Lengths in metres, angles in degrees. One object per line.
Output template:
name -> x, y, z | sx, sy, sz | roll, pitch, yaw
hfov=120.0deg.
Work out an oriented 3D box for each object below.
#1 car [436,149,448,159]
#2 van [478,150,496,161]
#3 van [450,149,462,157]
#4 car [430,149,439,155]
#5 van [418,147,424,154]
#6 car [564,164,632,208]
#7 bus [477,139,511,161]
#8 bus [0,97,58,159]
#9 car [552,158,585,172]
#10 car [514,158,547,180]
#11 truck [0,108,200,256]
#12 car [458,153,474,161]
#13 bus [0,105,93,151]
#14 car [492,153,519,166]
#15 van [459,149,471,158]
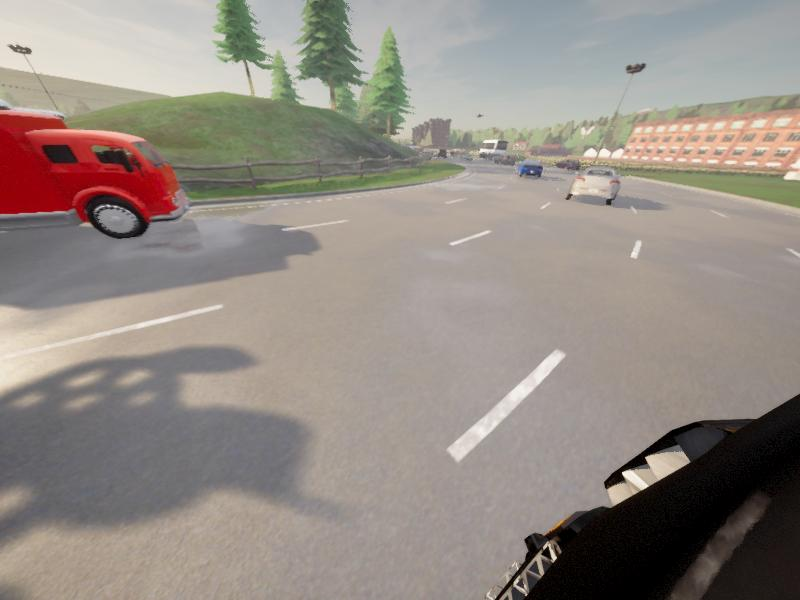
car -> 10.303, -36.315, 57.272 | 1.905, 1.878, 3.866 | 0, 34, -4
van -> 20.930, -34.886, 55.739 | 2.069, 2.038, 4.480 | 0, 34, -4
van -> 16.532, -43.793, 68.761 | 2.069, 2.038, 4.480 | 0, 34, -4
car -> 12.139, -52.307, 81.699 | 2.163, 1.488, 4.792 | 0, 34, -4
van -> 8.057, -58.322, 89.957 | 1.775, 1.987, 4.442 | 0, 34, -4
car -> 11.269, -6.809, 13.431 | 2.152, 1.651, 5.027 | 23, 39, 26
bus -> 24.024, -38.960, 60.045 | 3.944, 4.253, 10.273 | 0, 34, -4
bus -> -34.837, -12.851, 16.916 | 3.944, 4.253, 10.273 | 0, 34, -4
car -> 25.505, -20.601, 35.185 | 1.816, 1.474, 4.193 | 2, 34, -1
car -> 13.331, -13.638, 23.869 | 1.882, 1.535, 5.008 | 12, 35, 13
truck -> -8.431, -2.703, 5.169 | 5.204, 2.467, 2.627 | -15, 38, -24
car -> 14.287, -31.146, 50.349 | 1.895, 1.301, 4.718 | 0, 34, -4
bus -> -46.232, -20.799, 28.020 | 3.944, 4.253, 10.273 | 0, 34, -4
car -> 18.473, -24.738, 40.712 | 2.242, 1.667, 4.611 | 0, 34, -4
van -> 19.897, -45.009, 70.855 | 1.775, 1.987, 4.442 | 0, 34, -4
